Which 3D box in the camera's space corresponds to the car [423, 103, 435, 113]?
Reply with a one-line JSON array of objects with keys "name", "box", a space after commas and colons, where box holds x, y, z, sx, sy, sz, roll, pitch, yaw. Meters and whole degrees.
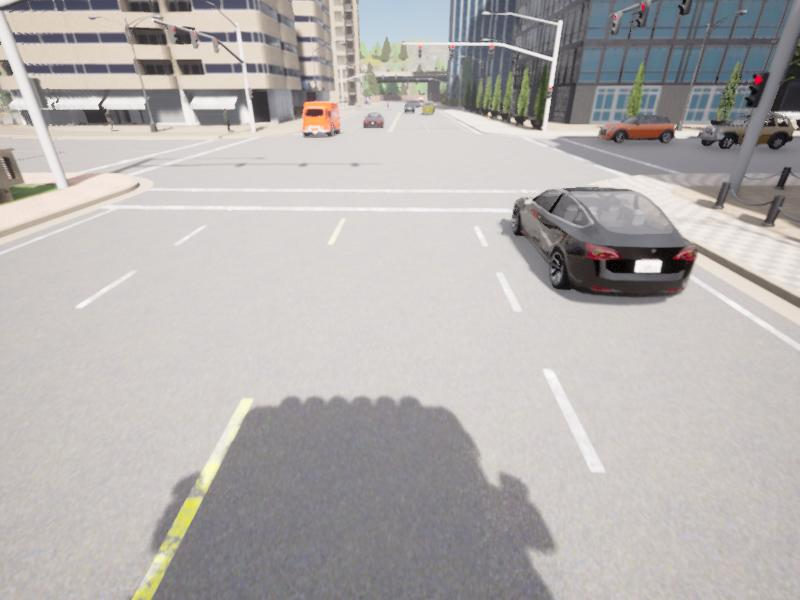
[{"name": "car", "box": [5.258, -34.981, 72.845, 2.007, 1.525, 4.514, 0, 27, 1]}]

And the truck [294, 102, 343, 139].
[{"name": "truck", "box": [-6.264, -14.302, 31.687, 2.627, 2.467, 5.204, 0, 26, 1]}]

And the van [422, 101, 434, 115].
[{"name": "van", "box": [4.663, -31.633, 65.845, 1.775, 1.987, 4.442, 3, 27, 6]}]

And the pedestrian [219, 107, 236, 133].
[{"name": "pedestrian", "box": [-14.169, -14.788, 32.888, 0.751, 1.860, 0.751, 3, 27, 6]}]

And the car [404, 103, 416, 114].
[{"name": "car", "box": [1.692, -33.645, 70.274, 2.007, 1.525, 4.514, 0, 27, 1]}]

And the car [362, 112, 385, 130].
[{"name": "car", "box": [-2.570, -17.929, 39.952, 1.994, 1.385, 4.181, 0, 27, 1]}]

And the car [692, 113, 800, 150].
[{"name": "car", "box": [20.559, -10.014, 23.740, 4.605, 1.855, 1.932, 1, 27, 1]}]

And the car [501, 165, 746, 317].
[{"name": "car", "box": [3.645, -1.511, 7.897, 2.163, 1.488, 4.792, 0, 27, 1]}]

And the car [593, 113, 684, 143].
[{"name": "car", "box": [15.950, -11.632, 27.007, 4.553, 1.767, 2.097, 1, 27, 2]}]

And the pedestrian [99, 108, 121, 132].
[{"name": "pedestrian", "box": [-24.452, -15.213, 33.784, 0.751, 1.860, 0.751, 8, 28, 15]}]

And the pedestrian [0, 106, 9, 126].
[{"name": "pedestrian", "box": [-41.240, -18.959, 41.176, 0.751, 1.860, 0.751, 22, 34, 36]}]

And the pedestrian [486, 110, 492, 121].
[{"name": "pedestrian", "box": [10.660, -22.031, 47.734, 0.500, 1.100, 0.500, 0, 27, 0]}]
